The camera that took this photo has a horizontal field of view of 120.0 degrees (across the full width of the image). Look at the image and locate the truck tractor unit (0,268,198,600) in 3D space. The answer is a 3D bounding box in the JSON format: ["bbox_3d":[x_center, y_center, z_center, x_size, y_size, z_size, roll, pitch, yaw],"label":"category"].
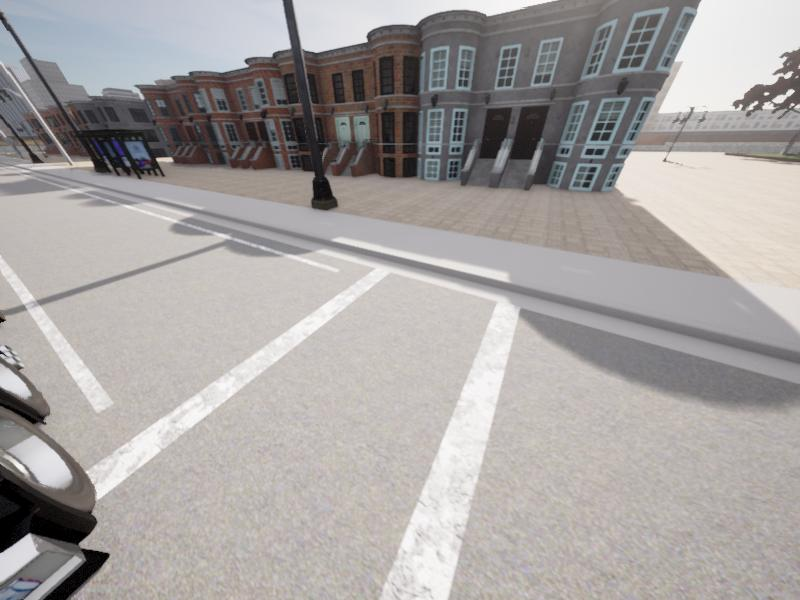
[{"bbox_3d":[-5.116,-0.297,0.765,6.516,4.208,3.053,18,39,24],"label":"truck tractor unit"}]
